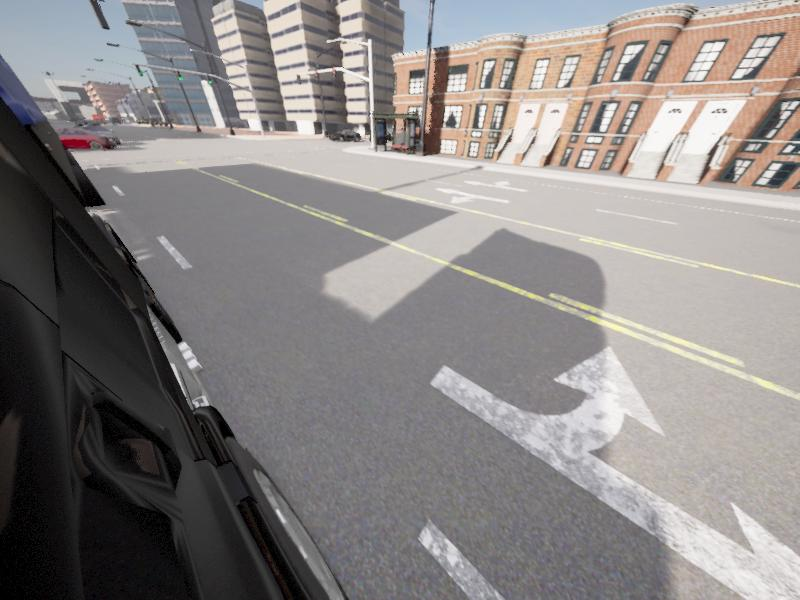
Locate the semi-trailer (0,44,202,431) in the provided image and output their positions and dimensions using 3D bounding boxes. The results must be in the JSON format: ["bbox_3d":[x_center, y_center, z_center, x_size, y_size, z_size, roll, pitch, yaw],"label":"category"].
[{"bbox_3d":[-8.704,-3.574,4.261,14.254,4.402,2.717,28,44,30],"label":"semi-trailer"}]

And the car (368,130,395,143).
[{"bbox_3d":[-2.797,-25.500,36.019,1.851,1.617,3.988,28,44,30],"label":"car"}]

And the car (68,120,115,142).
[{"bbox_3d":[-33.062,-18.119,24.744,4.611,1.667,2.242,28,44,30],"label":"car"}]

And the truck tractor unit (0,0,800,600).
[{"bbox_3d":[-2.645,-0.295,0.351,6.516,4.208,3.053,28,44,30],"label":"truck tractor unit"}]

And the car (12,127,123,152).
[{"bbox_3d":[-24.451,-12.025,17.299,4.181,1.385,1.994,-15,40,-21],"label":"car"}]

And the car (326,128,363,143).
[{"bbox_3d":[-8.322,-24.944,34.995,1.930,1.638,5.238,28,44,30],"label":"car"}]

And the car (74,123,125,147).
[{"bbox_3d":[-27.585,-15.160,21.184,4.974,1.542,2.038,28,44,30],"label":"car"}]
